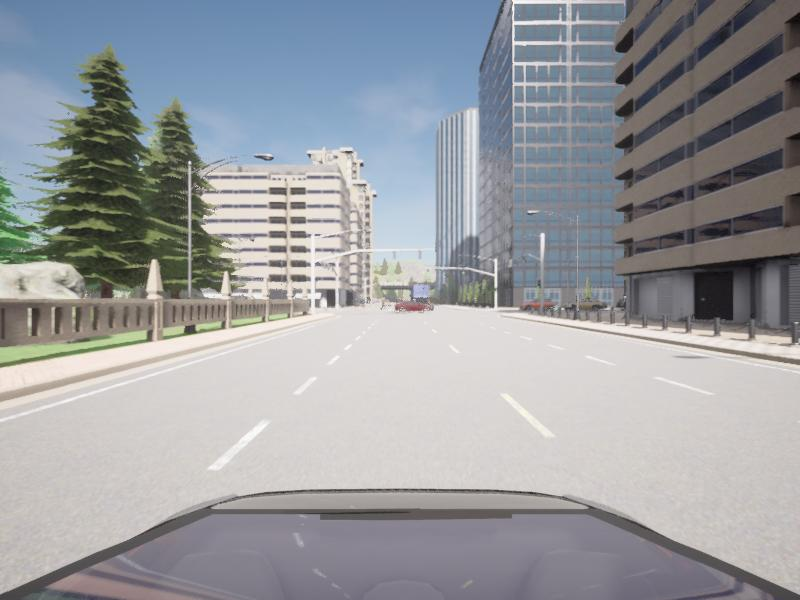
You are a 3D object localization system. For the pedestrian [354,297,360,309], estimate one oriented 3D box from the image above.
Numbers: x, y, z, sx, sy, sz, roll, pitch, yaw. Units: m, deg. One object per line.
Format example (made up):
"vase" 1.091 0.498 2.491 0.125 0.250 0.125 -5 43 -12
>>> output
"pedestrian" -6.655 0.479 61.949 0.751 1.860 0.751 0 0 -3

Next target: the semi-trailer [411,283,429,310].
"semi-trailer" 3.507 -0.629 73.197 2.717 4.402 14.254 0 0 0

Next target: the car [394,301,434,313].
"car" 1.644 0.838 47.968 4.674 1.442 1.812 0 0 0

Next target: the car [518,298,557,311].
"car" 18.829 0.634 54.885 4.553 1.767 2.097 0 0 1

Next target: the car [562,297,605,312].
"car" 23.516 0.592 51.341 4.605 1.855 1.932 0 0 0
